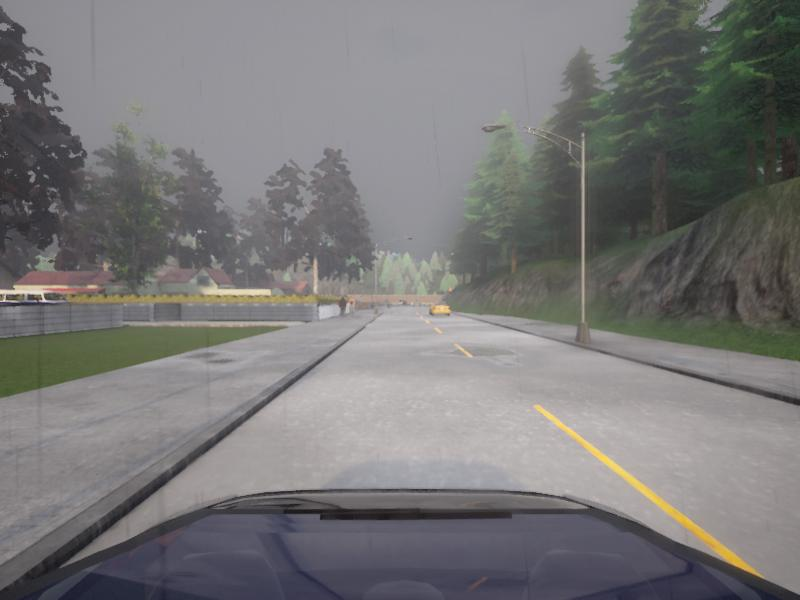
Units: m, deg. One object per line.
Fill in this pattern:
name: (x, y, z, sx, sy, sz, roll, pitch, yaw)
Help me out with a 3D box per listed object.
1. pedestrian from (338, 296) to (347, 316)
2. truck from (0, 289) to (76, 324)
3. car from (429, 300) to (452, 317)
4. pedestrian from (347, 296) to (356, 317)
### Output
pedestrian: (-5.345, 0.547, 37.152, 0.751, 1.860, 0.751, 0, 0, 0)
truck: (-22.949, 0.389, 24.559, 4.478, 2.038, 2.069, 0, 0, 0)
car: (4.048, 0.817, 41.071, 1.801, 1.575, 5.366, 0, 0, 0)
pedestrian: (-4.195, 0.546, 34.672, 0.751, 1.860, 0.751, 0, 0, -4)
